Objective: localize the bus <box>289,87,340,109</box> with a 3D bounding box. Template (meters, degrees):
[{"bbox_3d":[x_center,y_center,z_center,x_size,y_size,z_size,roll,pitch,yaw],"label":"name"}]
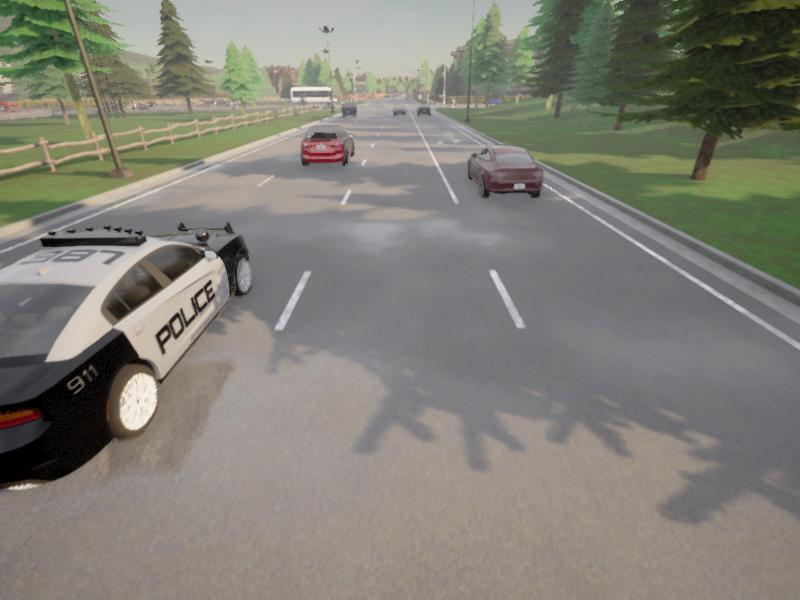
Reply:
[{"bbox_3d":[-19.077,-45.358,89.901,10.273,4.253,3.944,0,27,1],"label":"bus"}]

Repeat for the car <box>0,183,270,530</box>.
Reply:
[{"bbox_3d":[-3.511,-0.120,5.094,1.930,1.638,5.238,-1,27,0],"label":"car"}]

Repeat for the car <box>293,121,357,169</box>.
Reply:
[{"bbox_3d":[-3.525,-7.802,19.885,2.242,1.667,4.611,-1,27,0],"label":"car"}]

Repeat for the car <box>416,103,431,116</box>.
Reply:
[{"bbox_3d":[3.441,-28.044,58.809,1.930,1.638,5.238,-1,27,0],"label":"car"}]

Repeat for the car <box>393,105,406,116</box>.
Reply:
[{"bbox_3d":[-0.058,-28.275,59.713,1.895,1.301,4.718,-1,27,0],"label":"car"}]

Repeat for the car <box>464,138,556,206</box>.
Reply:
[{"bbox_3d":[3.481,-4.518,13.631,1.812,1.442,4.674,-1,27,0],"label":"car"}]

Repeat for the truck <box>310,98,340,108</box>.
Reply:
[{"bbox_3d":[-17.438,-45.967,93.380,6.274,2.098,2.390,0,27,1],"label":"truck"}]

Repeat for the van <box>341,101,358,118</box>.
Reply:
[{"bbox_3d":[-7.058,-26.764,56.212,1.775,1.987,4.442,-1,27,0],"label":"van"}]
